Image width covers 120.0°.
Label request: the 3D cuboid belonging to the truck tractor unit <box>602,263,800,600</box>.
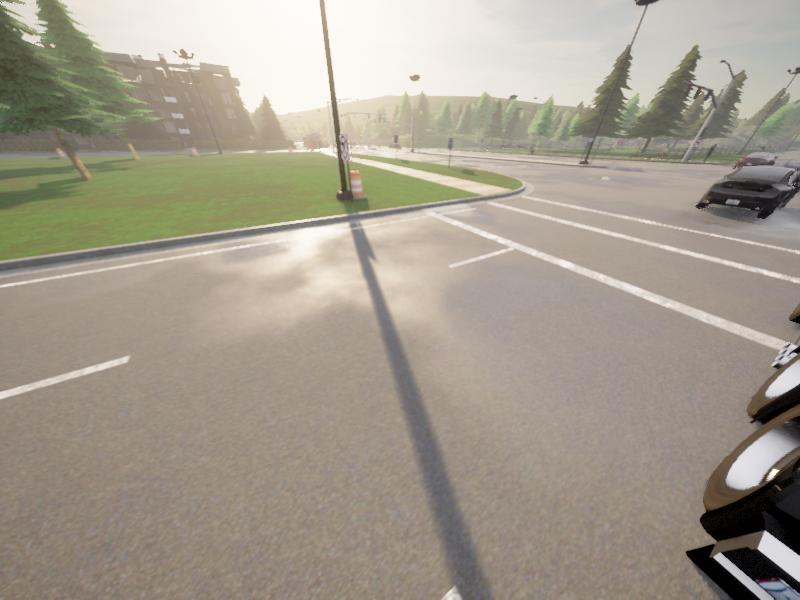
[{"bbox_3d":[5.105,-0.308,0.780,6.516,4.208,3.053,-19,39,-24],"label":"truck tractor unit"}]

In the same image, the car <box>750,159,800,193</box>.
[{"bbox_3d":[23.140,-7.333,13.517,4.181,1.385,1.994,-18,39,-24],"label":"car"}]

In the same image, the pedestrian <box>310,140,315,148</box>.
[{"bbox_3d":[-23.738,-42.161,62.435,0.751,1.860,0.751,-21,40,-28],"label":"pedestrian"}]

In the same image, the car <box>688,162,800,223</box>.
[{"bbox_3d":[14.077,-4.426,9.162,4.892,1.490,1.837,-18,39,-24],"label":"car"}]

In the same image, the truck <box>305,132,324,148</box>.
[{"bbox_3d":[-27.175,-50.652,73.222,2.891,3.827,8.468,-18,39,-25],"label":"truck"}]

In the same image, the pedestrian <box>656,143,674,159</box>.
[{"bbox_3d":[36.023,-20.236,31.416,0.751,1.860,0.751,-15,38,-21],"label":"pedestrian"}]

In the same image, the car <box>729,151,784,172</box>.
[{"bbox_3d":[33.766,-13.146,21.885,4.674,1.442,1.812,-18,39,-24],"label":"car"}]

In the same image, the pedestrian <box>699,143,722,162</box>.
[{"bbox_3d":[37.890,-17.999,28.216,0.751,1.860,0.751,-16,38,-21],"label":"pedestrian"}]

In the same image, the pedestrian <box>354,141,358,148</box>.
[{"bbox_3d":[-13.159,-46.250,68.705,0.751,1.860,0.751,-18,39,-25],"label":"pedestrian"}]
